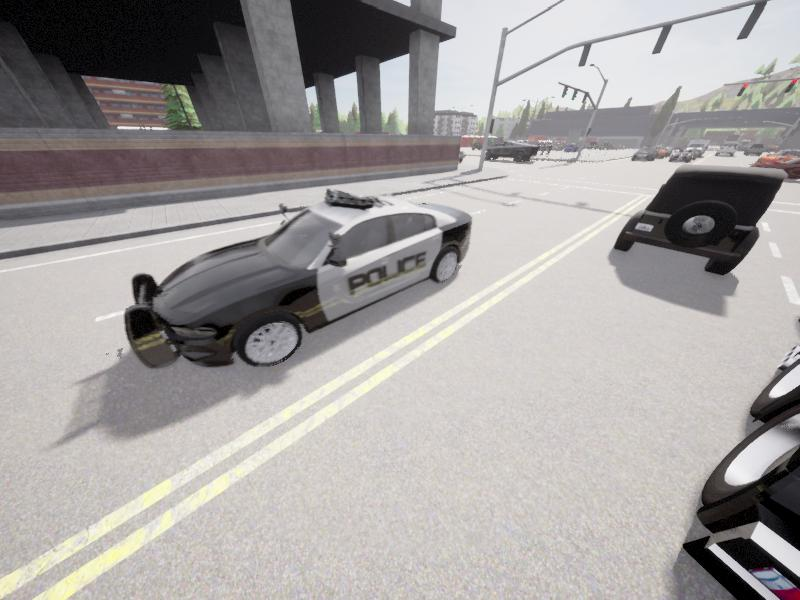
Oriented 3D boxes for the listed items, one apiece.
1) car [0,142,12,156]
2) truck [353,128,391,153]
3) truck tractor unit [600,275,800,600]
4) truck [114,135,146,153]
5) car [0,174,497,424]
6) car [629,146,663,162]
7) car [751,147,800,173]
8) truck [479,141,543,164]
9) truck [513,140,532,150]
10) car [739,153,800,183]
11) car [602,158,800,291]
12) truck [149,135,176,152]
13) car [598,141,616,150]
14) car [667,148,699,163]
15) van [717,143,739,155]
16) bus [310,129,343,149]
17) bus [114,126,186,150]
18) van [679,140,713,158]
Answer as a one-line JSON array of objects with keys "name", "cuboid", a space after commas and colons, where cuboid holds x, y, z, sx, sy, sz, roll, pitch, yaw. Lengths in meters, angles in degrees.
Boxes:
[{"name": "car", "cuboid": [-57.527, -21.224, 32.446, 1.816, 1.474, 4.193, -25, 42, -32]}, {"name": "truck", "cuboid": [-5.673, -31.636, 45.934, 2.891, 3.827, 8.468, -26, 43, -32]}, {"name": "truck tractor unit", "cuboid": [5.129, -0.283, 0.754, 6.516, 4.208, 3.053, -18, 39, -23]}, {"name": "truck", "cuboid": [-47.489, -27.604, 40.834, 2.615, 2.467, 5.204, -25, 42, -32]}, {"name": "car", "cuboid": [-0.906, -0.849, 3.775, 5.238, 1.638, 1.930, -26, 42, -32]}, {"name": "car", "cuboid": [33.709, -20.051, 31.618, 4.856, 1.649, 2.033, -26, 42, -32]}, {"name": "car", "cuboid": [35.620, -13.024, 21.396, 2.097, 1.767, 4.553, 26, 42, 32]}, {"name": "truck", "cuboid": [13.274, -18.135, 28.200, 2.390, 2.098, 6.274, -26, 43, -32]}, {"name": "truck", "cuboid": [32.333, -40.941, 60.941, 4.478, 2.038, 2.069, -25, 42, -32]}, {"name": "car", "cuboid": [27.090, -8.709, 15.311, 1.882, 1.535, 5.008, -26, 43, -33]}, {"name": "car", "cuboid": [6.890, -2.069, 5.365, 3.866, 1.878, 1.905, -26, 42, -32]}, {"name": "truck", "cuboid": [-44.189, -29.178, 43.119, 2.615, 2.467, 5.204, -25, 42, -32]}, {"name": "car", "cuboid": [54.876, -40.938, 61.271, 4.605, 1.855, 1.932, -25, 42, -32]}, {"name": "car", "cuboid": [37.163, -19.028, 30.304, 3.806, 1.475, 1.970, -26, 42, -32]}, {"name": "van", "cuboid": [66.778, -30.813, 46.999, 4.442, 1.987, 1.775, -26, 42, -32]}, {"name": "bus", "cuboid": [-20.511, -44.813, 64.359, 3.944, 4.253, 10.273, -26, 43, -32]}, {"name": "bus", "cuboid": [-57.480, -37.564, 53.772, 10.273, 4.253, 3.944, -25, 42, -32]}, {"name": "van", "cuboid": [49.347, -25.257, 38.509, 6.366, 2.431, 2.351, -26, 42, -32]}]
